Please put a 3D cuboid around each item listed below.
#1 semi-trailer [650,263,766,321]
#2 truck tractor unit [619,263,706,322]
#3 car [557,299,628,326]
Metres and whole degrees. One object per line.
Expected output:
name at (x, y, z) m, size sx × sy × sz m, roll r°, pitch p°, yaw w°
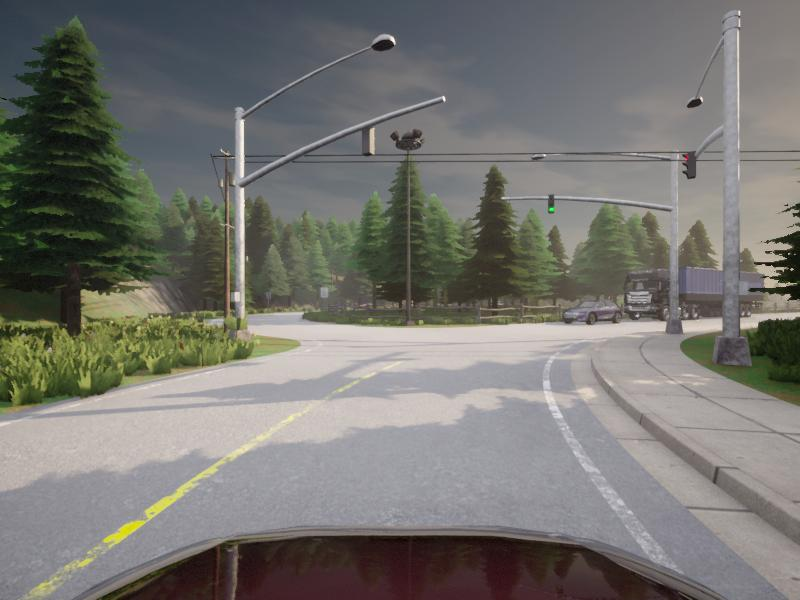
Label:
semi-trailer at (27.481, -0.615, 35.263) m, size 14.254 × 4.402 × 2.717 m, roll 0°, pitch 0°, yaw -29°
truck tractor unit at (20.591, -0.513, 31.372) m, size 6.516 × 4.208 × 3.053 m, roll 0°, pitch 0°, yaw -29°
car at (13.010, 0.780, 26.976) m, size 4.856 × 1.649 × 2.033 m, roll 0°, pitch 0°, yaw -32°
